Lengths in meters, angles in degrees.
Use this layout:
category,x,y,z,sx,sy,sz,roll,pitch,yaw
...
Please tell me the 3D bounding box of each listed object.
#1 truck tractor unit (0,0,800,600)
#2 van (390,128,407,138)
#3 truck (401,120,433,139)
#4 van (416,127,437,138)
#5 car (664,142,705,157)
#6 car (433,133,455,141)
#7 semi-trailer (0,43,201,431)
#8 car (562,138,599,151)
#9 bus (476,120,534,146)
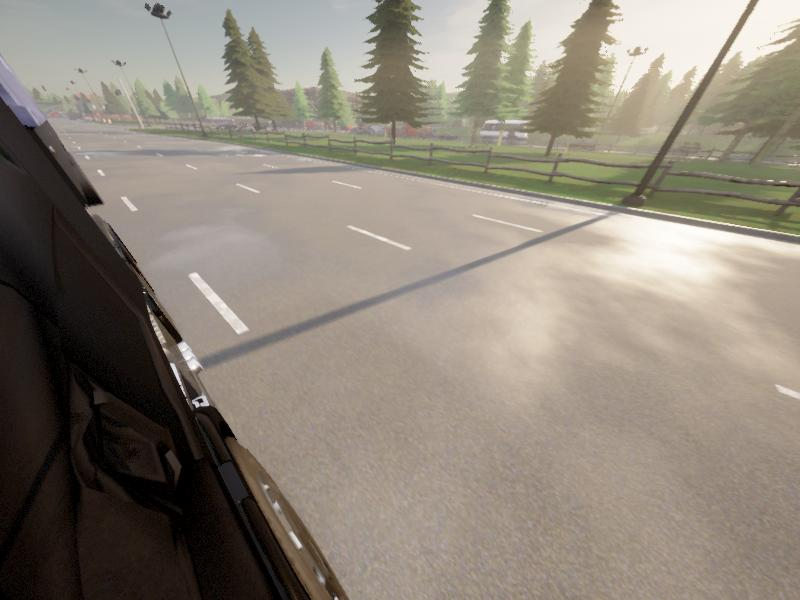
category,x,y,z,sx,sy,sz,roll,pitch,yaw
truck tractor unit,-2.645,-0.295,0.351,6.516,4.208,3.053,28,44,30
van,-0.525,-46.056,63.692,4.442,1.987,1.775,28,44,30
truck,4.492,-46.876,63.541,8.468,3.827,2.891,28,44,30
van,7.918,-50.017,68.995,5.915,2.561,1.988,28,44,30
car,47.997,-25.563,39.118,3.866,1.878,1.905,28,44,30
car,10.750,-39.825,56.411,4.892,1.490,1.837,28,44,30
semi-trailer,-8.703,-3.584,4.248,14.254,4.402,2.717,28,44,30
car,34.344,-29.724,44.131,5.027,1.651,2.152,32,46,33
bus,22.895,-37.112,51.169,10.273,4.253,3.944,28,44,30
